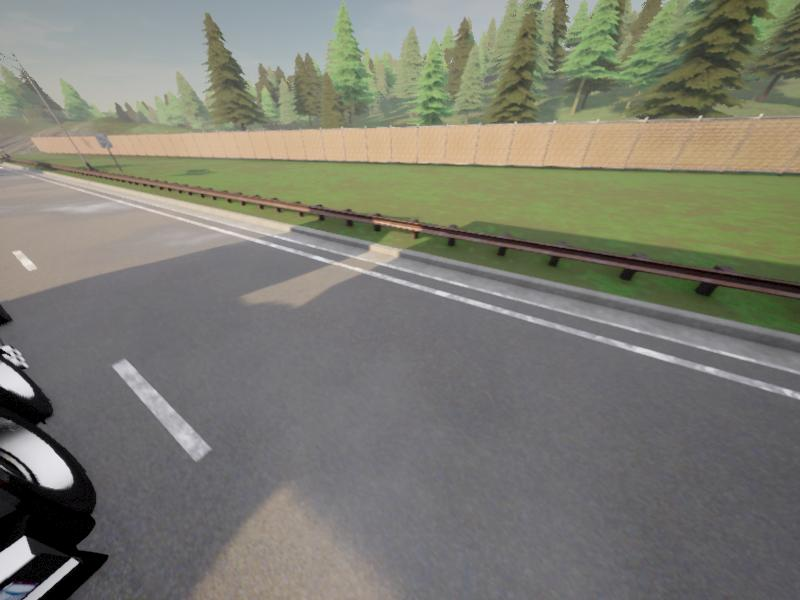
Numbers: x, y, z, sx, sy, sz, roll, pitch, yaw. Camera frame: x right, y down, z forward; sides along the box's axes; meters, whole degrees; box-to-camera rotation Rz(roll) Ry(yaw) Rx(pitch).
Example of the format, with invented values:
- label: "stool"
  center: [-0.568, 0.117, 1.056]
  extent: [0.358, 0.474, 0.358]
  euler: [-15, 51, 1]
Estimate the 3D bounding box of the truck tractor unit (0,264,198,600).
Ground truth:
- label: "truck tractor unit"
  center: [-5.121, -0.286, 0.785]
  extent: [6.516, 4.208, 3.053]
  euler: [18, 39, 24]
